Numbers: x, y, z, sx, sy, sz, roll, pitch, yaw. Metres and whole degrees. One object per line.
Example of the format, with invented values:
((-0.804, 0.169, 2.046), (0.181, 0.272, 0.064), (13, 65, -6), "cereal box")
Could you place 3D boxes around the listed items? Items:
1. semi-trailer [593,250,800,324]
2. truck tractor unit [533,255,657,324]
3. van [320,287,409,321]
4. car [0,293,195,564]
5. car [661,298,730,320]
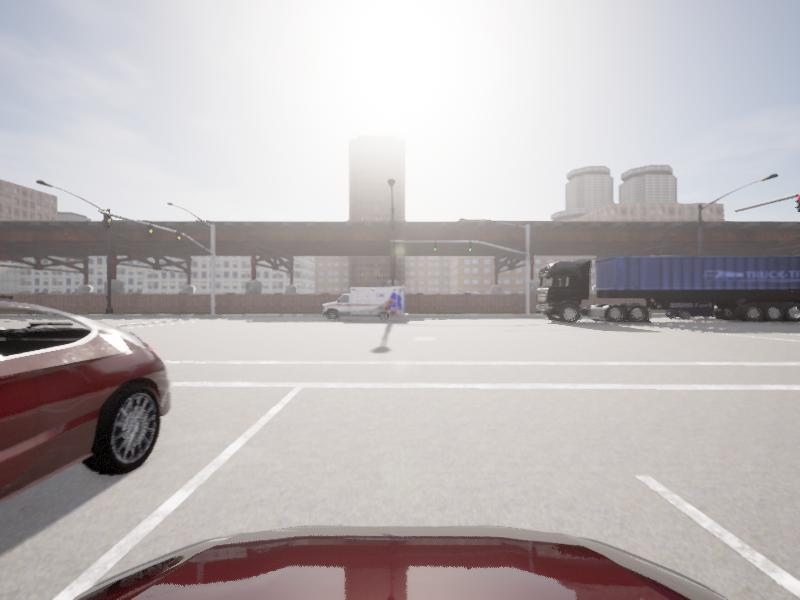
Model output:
((20.351, -0.798, 25.822), (14.254, 4.402, 2.717), (-1, 0, 2), "semi-trailer")
((12.443, -0.640, 26.027), (6.516, 4.208, 3.053), (0, 0, 1), "truck tractor unit")
((-2.525, 0.298, 29.832), (6.366, 2.431, 2.351), (0, 0, 1), "van")
((-3.512, 0.780, 2.248), (2.152, 1.651, 5.027), (0, 0, 0), "car")
((21.597, 0.631, 29.357), (3.633, 1.501, 1.845), (-1, 0, 1), "car")
